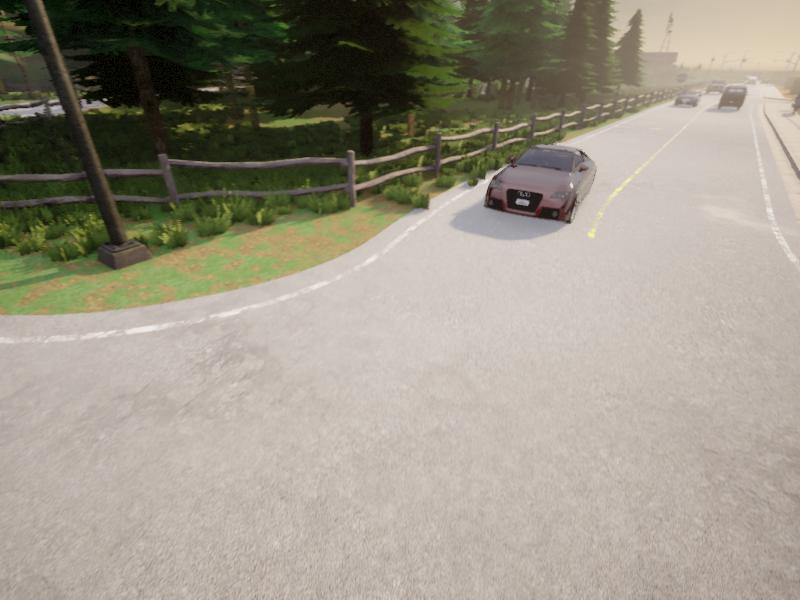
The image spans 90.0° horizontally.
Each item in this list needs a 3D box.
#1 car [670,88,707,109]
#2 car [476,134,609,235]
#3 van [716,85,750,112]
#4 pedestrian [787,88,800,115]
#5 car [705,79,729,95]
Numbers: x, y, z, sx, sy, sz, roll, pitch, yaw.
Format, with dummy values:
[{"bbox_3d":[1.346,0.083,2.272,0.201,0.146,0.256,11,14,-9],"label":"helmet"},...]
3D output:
[{"bbox_3d":[28.542,-19.928,39.503,2.128,1.511,4.902,22,36,32],"label":"car"},{"bbox_3d":[3.739,-3.145,10.151,1.994,1.385,4.181,18,34,26],"label":"car"},{"bbox_3d":[31.179,-18.916,37.390,1.775,1.987,4.442,22,36,31],"label":"van"},{"bbox_3d":[31.824,-15.787,31.840,0.751,1.860,0.751,-20,37,-32],"label":"pedestrian"},{"bbox_3d":[49.893,-33.522,62.914,2.150,2.045,5.566,22,37,32],"label":"car"}]
